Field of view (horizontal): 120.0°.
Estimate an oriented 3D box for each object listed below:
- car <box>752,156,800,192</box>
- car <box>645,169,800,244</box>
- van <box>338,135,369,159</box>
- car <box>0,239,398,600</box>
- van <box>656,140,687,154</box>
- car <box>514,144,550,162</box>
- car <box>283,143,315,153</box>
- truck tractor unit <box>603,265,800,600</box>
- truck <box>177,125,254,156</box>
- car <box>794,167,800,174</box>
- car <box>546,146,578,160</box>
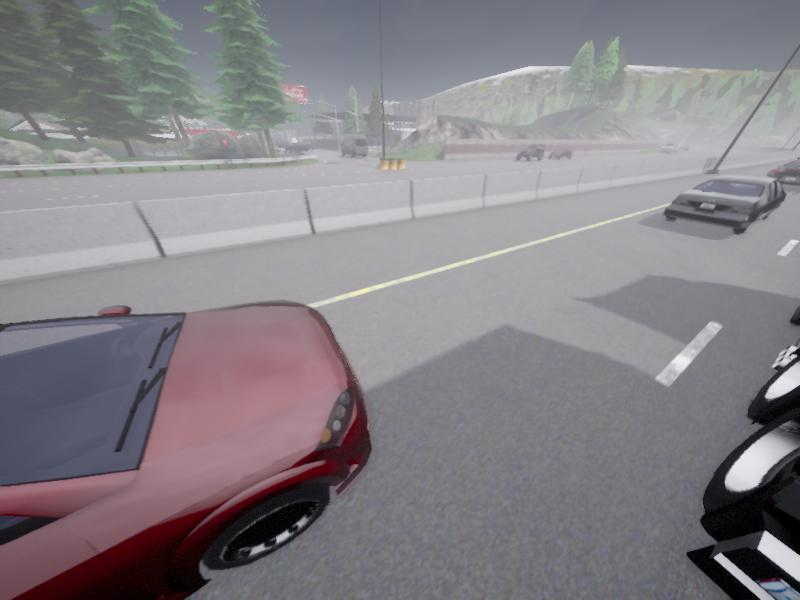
[{"bbox_3d":[23.868,-7.575,13.764,4.974,1.542,2.038,-18,39,-24],"label":"car"},{"bbox_3d":[11.077,-3.378,7.740,5.357,1.411,2.033,-18,39,-24],"label":"car"},{"bbox_3d":[-6.453,-21.267,31.950,1.988,2.561,5.915,-18,39,-24],"label":"van"},{"bbox_3d":[-2.326,0.968,1.395,4.181,1.385,1.994,-18,39,-24],"label":"car"},{"bbox_3d":[59.331,-33.434,50.467,6.366,2.431,2.351,-19,39,-26],"label":"van"},{"bbox_3d":[17.406,-19.459,30.477,3.866,1.878,1.905,-18,39,-24],"label":"car"},{"bbox_3d":[-18.880,-28.560,43.333,1.882,1.535,5.008,24,41,30],"label":"car"},{"bbox_3d":[5.110,-0.301,0.788,6.516,4.208,3.053,-18,39,-24],"label":"truck tractor unit"},{"bbox_3d":[-28.646,-25.215,36.635,8.468,3.827,2.891,-18,39,-24],"label":"truck"},{"bbox_3d":[36.952,-11.807,19.968,4.974,1.542,2.038,-18,39,-24],"label":"car"},{"bbox_3d":[23.420,-21.265,33.425,3.705,1.549,1.789,-18,39,-24],"label":"car"}]
